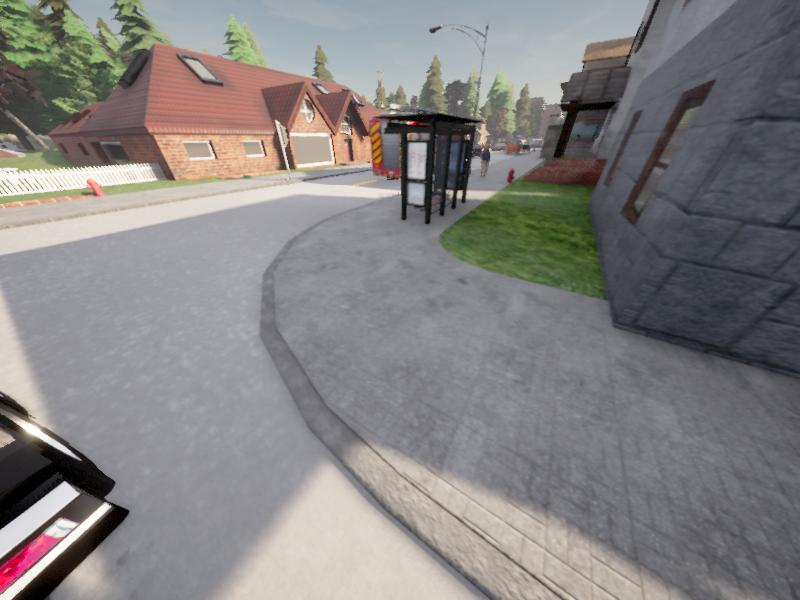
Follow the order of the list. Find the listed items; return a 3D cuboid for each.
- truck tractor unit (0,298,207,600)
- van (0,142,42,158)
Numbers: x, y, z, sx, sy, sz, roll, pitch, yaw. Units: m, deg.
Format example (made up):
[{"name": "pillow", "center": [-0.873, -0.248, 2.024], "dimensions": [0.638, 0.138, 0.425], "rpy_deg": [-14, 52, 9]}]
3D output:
[{"name": "truck tractor unit", "center": [-5.236, -0.151, 0.567], "dimensions": [6.516, 4.208, 3.053], "rpy_deg": [13, 37, 17]}, {"name": "van", "center": [-74.351, -28.491, 43.844], "dimensions": [2.351, 2.431, 6.366], "rpy_deg": [19, 39, 26]}]
